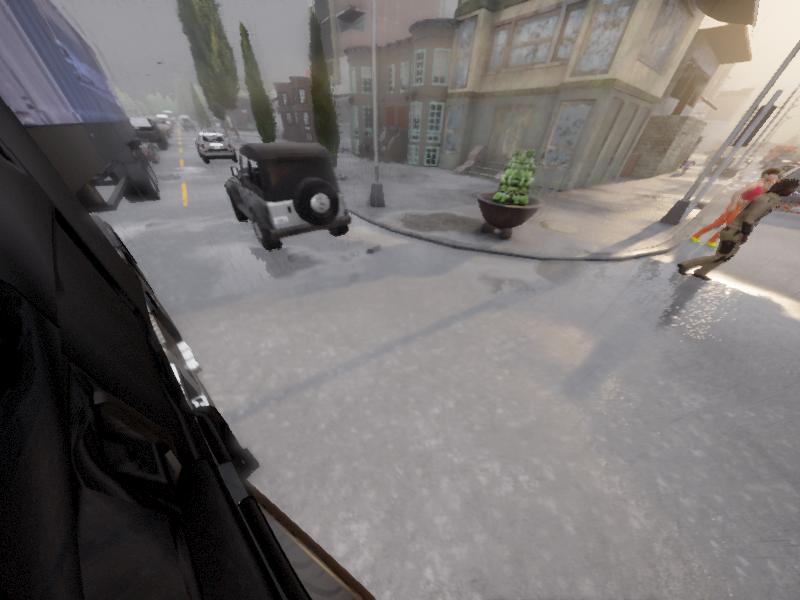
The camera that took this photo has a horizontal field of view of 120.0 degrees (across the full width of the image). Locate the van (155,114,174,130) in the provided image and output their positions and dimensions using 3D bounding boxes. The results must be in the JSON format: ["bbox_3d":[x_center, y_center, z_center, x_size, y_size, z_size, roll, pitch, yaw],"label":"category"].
[{"bbox_3d":[-52.948,-40.122,52.022,1.988,2.561,5.915,-23,44,-30],"label":"van"}]

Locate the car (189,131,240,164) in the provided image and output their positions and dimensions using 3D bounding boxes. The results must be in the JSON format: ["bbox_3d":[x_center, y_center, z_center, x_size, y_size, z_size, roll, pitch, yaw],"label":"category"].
[{"bbox_3d":[-12.344,-10.205,15.365,1.970,1.475,3.806,-23,44,-30],"label":"car"}]

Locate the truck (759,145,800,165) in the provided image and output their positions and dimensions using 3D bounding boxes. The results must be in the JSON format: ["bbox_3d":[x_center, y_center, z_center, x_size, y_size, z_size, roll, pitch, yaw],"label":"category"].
[{"bbox_3d":[61.740,-23.610,37.577,5.204,2.467,2.627,-23,44,-30],"label":"truck"}]

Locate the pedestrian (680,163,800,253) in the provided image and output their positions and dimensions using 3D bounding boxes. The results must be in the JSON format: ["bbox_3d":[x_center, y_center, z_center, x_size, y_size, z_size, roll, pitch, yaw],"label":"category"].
[{"bbox_3d":[8.189,-2.210,5.609,0.751,1.860,0.751,-11,39,-18],"label":"pedestrian"}]

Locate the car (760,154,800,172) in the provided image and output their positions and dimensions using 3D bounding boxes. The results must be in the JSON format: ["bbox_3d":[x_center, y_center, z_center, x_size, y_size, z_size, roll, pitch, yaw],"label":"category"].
[{"bbox_3d":[45.856,-16.605,27.862,4.974,1.542,2.038,-23,43,-30],"label":"car"}]

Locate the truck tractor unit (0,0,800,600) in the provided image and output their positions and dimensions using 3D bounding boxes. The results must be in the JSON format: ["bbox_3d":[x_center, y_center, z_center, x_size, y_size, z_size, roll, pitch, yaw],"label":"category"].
[{"bbox_3d":[-2.645,-0.295,0.351,6.516,4.208,3.053,28,44,30],"label":"truck tractor unit"}]

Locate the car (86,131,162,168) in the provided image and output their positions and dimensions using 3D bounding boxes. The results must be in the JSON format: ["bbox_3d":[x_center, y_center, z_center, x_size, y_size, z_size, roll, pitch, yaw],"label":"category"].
[{"bbox_3d":[-15.329,-8.648,13.155,1.994,1.385,4.181,-23,44,-30],"label":"car"}]

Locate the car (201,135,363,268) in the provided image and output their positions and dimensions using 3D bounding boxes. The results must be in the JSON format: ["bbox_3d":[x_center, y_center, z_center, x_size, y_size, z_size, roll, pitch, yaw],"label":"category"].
[{"bbox_3d":[-2.798,-2.627,5.447,1.905,1.878,3.866,-26,45,-33],"label":"car"}]

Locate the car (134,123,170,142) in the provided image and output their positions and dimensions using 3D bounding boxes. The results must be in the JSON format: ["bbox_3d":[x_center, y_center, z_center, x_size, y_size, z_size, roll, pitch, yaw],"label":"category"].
[{"bbox_3d":[-27.399,-18.645,25.697,2.128,1.511,4.902,-23,44,-30],"label":"car"}]

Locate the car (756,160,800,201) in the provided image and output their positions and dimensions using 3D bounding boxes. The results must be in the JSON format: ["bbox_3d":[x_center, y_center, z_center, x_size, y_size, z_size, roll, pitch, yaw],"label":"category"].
[{"bbox_3d":[22.376,-6.832,13.045,3.988,1.617,1.851,-23,44,-30],"label":"car"}]

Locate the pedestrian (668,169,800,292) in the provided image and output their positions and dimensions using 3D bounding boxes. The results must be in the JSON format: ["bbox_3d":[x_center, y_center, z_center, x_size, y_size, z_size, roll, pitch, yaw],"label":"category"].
[{"bbox_3d":[6.012,-1.198,4.097,0.751,1.860,0.751,-24,44,-31],"label":"pedestrian"}]

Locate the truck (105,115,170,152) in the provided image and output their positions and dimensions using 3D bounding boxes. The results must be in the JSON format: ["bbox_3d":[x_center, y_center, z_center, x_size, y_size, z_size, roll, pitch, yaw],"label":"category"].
[{"bbox_3d":[-20.972,-13.598,18.837,2.390,2.098,6.274,-23,43,-30],"label":"truck"}]

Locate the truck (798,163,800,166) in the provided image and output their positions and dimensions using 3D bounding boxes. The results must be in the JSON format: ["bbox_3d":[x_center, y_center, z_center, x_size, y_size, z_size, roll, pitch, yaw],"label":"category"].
[{"bbox_3d":[64.669,-21.848,35.399,5.204,2.467,2.627,-23,44,-30],"label":"truck"}]

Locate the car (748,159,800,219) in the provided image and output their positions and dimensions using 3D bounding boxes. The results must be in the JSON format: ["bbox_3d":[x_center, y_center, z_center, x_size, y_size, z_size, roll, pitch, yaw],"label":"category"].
[{"bbox_3d":[17.134,-4.713,9.680,4.553,1.767,2.097,-23,43,-30],"label":"car"}]

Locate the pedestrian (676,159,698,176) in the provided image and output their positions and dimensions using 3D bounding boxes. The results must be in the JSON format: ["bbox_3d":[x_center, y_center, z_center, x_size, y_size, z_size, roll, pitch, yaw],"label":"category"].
[{"bbox_3d":[21.961,-10.138,17.683,0.500,1.100,0.500,-23,44,-31],"label":"pedestrian"}]

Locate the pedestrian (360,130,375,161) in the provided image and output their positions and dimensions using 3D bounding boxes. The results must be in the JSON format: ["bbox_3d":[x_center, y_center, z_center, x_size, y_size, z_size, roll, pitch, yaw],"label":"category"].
[{"bbox_3d":[-2.437,-11.523,17.293,0.751,1.860,0.751,-28,46,-34],"label":"pedestrian"}]

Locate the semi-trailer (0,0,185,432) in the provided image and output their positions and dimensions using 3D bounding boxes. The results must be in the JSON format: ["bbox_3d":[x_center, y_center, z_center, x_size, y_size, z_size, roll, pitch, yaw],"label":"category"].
[{"bbox_3d":[-7.956,-4.019,4.850,2.717,4.402,14.254,-25,45,-32],"label":"semi-trailer"}]
